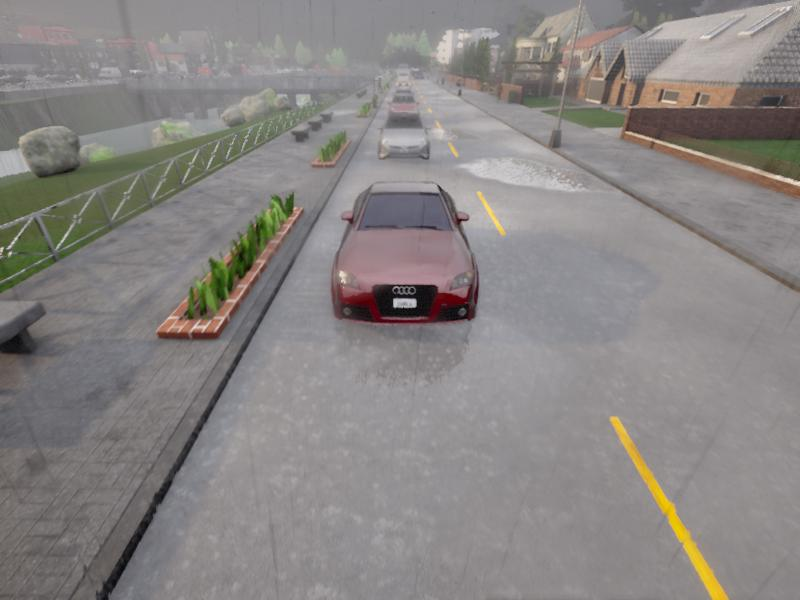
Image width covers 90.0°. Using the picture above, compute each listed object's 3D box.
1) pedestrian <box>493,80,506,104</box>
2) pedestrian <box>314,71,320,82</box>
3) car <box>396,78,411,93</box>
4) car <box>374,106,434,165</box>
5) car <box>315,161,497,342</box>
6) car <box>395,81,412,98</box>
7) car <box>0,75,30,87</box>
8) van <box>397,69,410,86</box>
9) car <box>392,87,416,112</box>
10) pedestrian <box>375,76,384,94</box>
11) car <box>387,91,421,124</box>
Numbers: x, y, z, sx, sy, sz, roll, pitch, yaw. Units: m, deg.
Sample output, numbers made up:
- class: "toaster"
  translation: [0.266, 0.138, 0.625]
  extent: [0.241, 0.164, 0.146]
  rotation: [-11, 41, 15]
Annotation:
- class: "pedestrian"
  translation: [8.607, -17.981, 34.602]
  extent: [0.751, 1.860, 0.751]
  rotation: [0, 30, 0]
- class: "pedestrian"
  translation: [-15.766, -42.290, 75.771]
  extent: [0.751, 1.860, 0.751]
  rotation: [1, 30, 2]
- class: "car"
  translation: [0.470, -28.036, 52.319]
  extent: [1.882, 1.535, 5.008]
  rotation: [0, 30, 0]
- class: "car"
  translation: [0.158, -6.592, 15.728]
  extent: [2.007, 1.525, 4.514]
  rotation: [0, 30, 0]
- class: "car"
  translation: [0.079, -1.121, 6.547]
  extent: [1.994, 1.385, 4.181]
  rotation: [0, 30, 0]
- class: "car"
  translation: [0.400, -23.376, 44.374]
  extent: [1.845, 1.501, 3.633]
  rotation: [0, 30, 0]
- class: "car"
  translation: [-65.085, -36.604, 66.833]
  extent: [1.837, 1.490, 4.892]
  rotation: [0, 30, 0]
- class: "van"
  translation: [0.635, -39.878, 71.644]
  extent: [2.351, 2.431, 6.366]
  rotation: [0, 30, 0]
- class: "car"
  translation: [0.296, -16.079, 31.972]
  extent: [1.816, 1.474, 4.193]
  rotation: [0, 30, 0]
- class: "pedestrian"
  translation: [-2.431, -25.662, 47.688]
  extent: [0.751, 1.860, 0.751]
  rotation: [-12, 32, -19]
- class: "car"
  translation: [0.241, -12.319, 25.504]
  extent: [2.007, 1.525, 4.514]
  rotation: [0, 30, 0]
